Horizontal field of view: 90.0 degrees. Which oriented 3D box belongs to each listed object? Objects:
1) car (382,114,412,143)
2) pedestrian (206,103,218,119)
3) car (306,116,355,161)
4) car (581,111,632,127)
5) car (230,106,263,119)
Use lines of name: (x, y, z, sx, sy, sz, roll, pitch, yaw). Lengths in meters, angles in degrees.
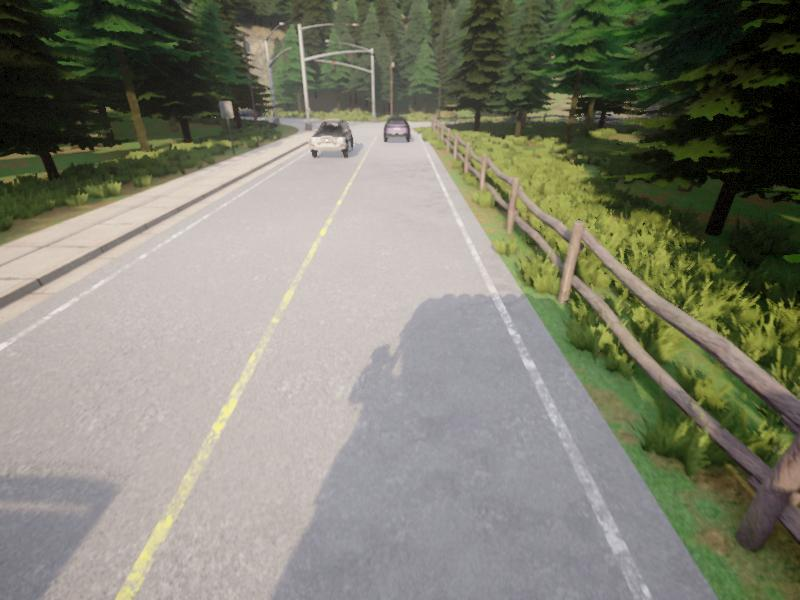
car: (-0.246, -12.910, 29.982, 2.033, 1.649, 4.856, 0, 27, -1)
pedestrian: (-24.349, -24.509, 51.899, 0.751, 1.860, 0.751, 17, 32, 30)
car: (-3.695, -9.031, 22.156, 1.932, 1.855, 4.605, 0, 27, 0)
car: (22.494, -19.836, 43.741, 4.674, 1.442, 1.812, 12, 29, 23)
car: (-22.025, -27.011, 57.577, 3.806, 1.475, 1.970, 9, 29, 17)
